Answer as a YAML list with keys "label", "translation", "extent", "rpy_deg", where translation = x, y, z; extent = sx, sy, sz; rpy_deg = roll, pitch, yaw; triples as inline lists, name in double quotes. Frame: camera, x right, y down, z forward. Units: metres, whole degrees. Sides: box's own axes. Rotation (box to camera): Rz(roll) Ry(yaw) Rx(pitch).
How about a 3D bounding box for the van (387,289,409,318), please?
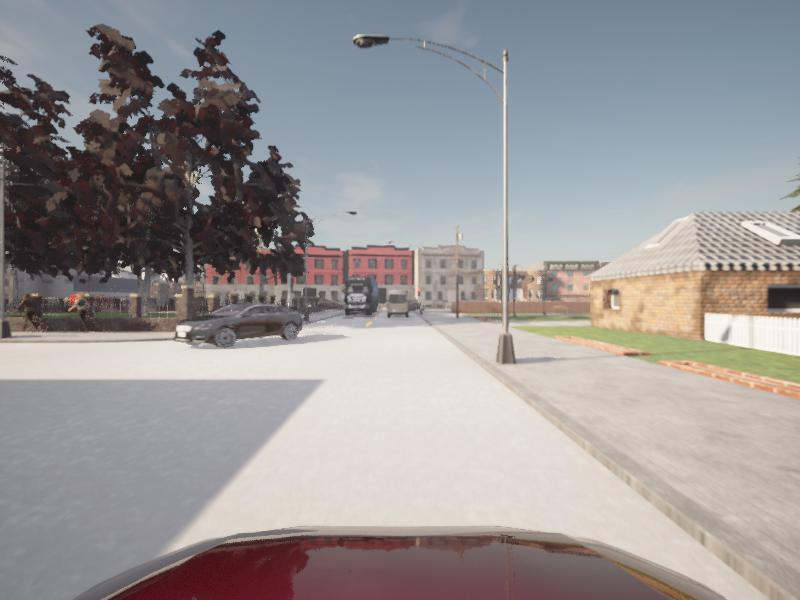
- label: "van"
  translation: [-0.166, 0.341, 38.492]
  extent: [1.988, 2.561, 5.915]
  rpy_deg: [0, 0, 1]

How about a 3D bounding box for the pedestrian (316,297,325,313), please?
- label: "pedestrian"
  translation: [-9.201, 0.556, 46.366]
  extent: [0.751, 1.860, 0.751]
  rpy_deg: [0, 0, 11]

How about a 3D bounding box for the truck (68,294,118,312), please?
- label: "truck"
  translation: [-44.461, 0.392, 58.077]
  extent: [5.204, 2.467, 2.627]
  rpy_deg: [-1, 0, 0]

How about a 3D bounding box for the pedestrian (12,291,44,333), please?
- label: "pedestrian"
  translation: [-16.900, 0.543, 18.193]
  extent: [0.751, 1.860, 0.751]
  rpy_deg: [0, 0, 2]

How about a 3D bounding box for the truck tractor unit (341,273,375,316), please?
- label: "truck tractor unit"
  translation: [-4.237, -0.503, 41.838]
  extent: [3.053, 4.208, 6.516]
  rpy_deg: [0, 0, -1]

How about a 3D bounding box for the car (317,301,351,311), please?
- label: "car"
  translation: [-9.602, 0.898, 58.200]
  extent: [4.674, 1.442, 1.812]
  rpy_deg: [0, 0, 0]

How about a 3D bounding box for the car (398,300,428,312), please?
- label: "car"
  translation: [1.908, 0.783, 57.214]
  extent: [2.242, 1.667, 4.611]
  rpy_deg: [-1, -1, 31]

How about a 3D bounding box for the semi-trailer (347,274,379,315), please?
- label: "semi-trailer"
  translation: [-4.333, -0.593, 49.748]
  extent: [2.717, 4.402, 14.254]
  rpy_deg: [0, 0, 0]

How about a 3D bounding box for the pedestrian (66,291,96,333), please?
- label: "pedestrian"
  translation: [-14.397, 0.543, 18.080]
  extent: [0.751, 1.860, 0.751]
  rpy_deg: [0, 0, 2]

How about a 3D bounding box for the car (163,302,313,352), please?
- label: "car"
  translation: [-5.751, 0.843, 14.919]
  extent: [2.128, 1.511, 4.902]
  rpy_deg: [1, 0, 30]
